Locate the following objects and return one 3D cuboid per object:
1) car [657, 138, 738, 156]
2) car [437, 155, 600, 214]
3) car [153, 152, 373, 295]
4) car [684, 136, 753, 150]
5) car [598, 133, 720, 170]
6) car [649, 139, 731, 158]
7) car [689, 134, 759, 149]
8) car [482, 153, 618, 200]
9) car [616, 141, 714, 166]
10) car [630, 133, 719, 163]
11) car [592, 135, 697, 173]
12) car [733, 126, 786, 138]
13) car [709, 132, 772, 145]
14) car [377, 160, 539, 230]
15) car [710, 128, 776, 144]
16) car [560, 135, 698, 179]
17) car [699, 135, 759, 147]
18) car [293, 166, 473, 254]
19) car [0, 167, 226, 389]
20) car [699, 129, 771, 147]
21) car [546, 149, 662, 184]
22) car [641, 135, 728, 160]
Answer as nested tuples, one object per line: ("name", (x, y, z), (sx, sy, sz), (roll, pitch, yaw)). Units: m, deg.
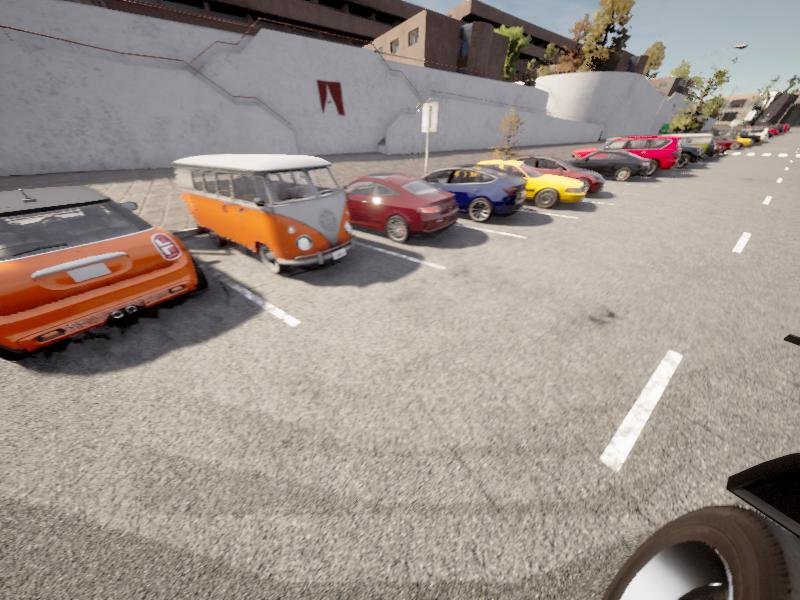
("car", (31.188, -16.221, 24.515), (4.792, 1.488, 2.163), (21, 41, 29))
("car", (4.415, -4.882, 9.363), (5.366, 1.575, 1.946), (21, 40, 29))
("car", (-2.977, -2.056, 5.126), (4.442, 1.987, 1.878), (21, 40, 29))
("car", (41.022, -20.371, 30.011), (4.792, 1.488, 2.163), (21, 41, 29))
("car", (18.948, -11.288, 17.518), (5.566, 2.045, 2.435), (21, 41, 29))
("car", (28.704, -15.178, 23.154), (4.674, 1.452, 2.002), (21, 41, 29))
("car", (45.761, -22.538, 32.836), (5.366, 1.575, 1.946), (21, 41, 29))
("car", (6.731, -5.919, 10.830), (4.792, 1.488, 2.163), (21, 40, 29))
("car", (21.375, -12.116, 19.035), (4.892, 1.521, 2.231), (21, 41, 29))
("car", (23.712, -13.371, 20.328), (4.442, 1.987, 1.878), (21, 41, 29))
("car", (16.578, -10.208, 16.124), (4.442, 1.987, 1.878), (21, 41, 29))
("car", (77.898, -36.502, 50.227), (5.566, 2.045, 2.435), (21, 41, 29))
("car", (55.906, -26.619, 38.134), (5.366, 1.575, 1.946), (21, 41, 29))
("car", (1.787, -3.901, 8.100), (4.792, 1.488, 2.163), (21, 41, 29))
("car", (58.183, -27.944, 39.451), (5.566, 2.045, 2.435), (21, 41, 29))
("car", (14.007, -9.239, 14.807), (5.566, 2.045, 2.435), (21, 41, 29))
("car", (48.374, -23.494, 34.151), (4.674, 1.452, 2.002), (21, 41, 29))
("car", (-0.630, -2.875, 6.707), (4.674, 1.452, 2.002), (21, 41, 29))
("car", (-5.501, -0.994, 3.829), (4.553, 1.767, 2.185), (21, 41, 29))
("car", (50.857, -24.766, 35.341), (5.566, 2.045, 2.435), (21, 41, 29))
("car", (11.597, -7.965, 13.591), (4.674, 1.452, 2.002), (21, 41, 29))
("car", (26.279, -14.275, 21.681), (4.553, 1.767, 2.185), (21, 41, 29))
